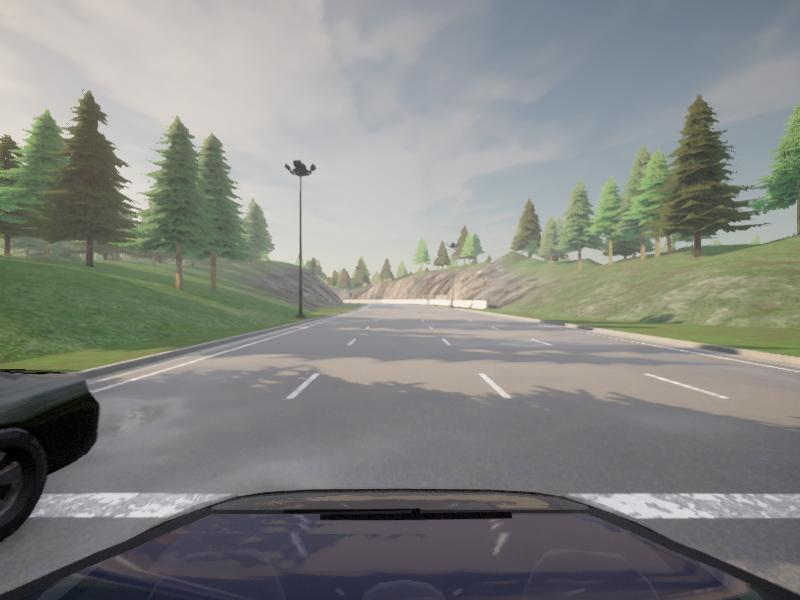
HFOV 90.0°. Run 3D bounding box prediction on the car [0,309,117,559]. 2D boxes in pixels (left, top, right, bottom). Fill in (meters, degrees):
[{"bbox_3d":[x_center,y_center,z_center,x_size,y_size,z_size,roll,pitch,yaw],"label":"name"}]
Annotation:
[{"bbox_3d":[-3.508,0.829,1.027,2.038,1.542,4.974,0,0,0],"label":"car"}]
